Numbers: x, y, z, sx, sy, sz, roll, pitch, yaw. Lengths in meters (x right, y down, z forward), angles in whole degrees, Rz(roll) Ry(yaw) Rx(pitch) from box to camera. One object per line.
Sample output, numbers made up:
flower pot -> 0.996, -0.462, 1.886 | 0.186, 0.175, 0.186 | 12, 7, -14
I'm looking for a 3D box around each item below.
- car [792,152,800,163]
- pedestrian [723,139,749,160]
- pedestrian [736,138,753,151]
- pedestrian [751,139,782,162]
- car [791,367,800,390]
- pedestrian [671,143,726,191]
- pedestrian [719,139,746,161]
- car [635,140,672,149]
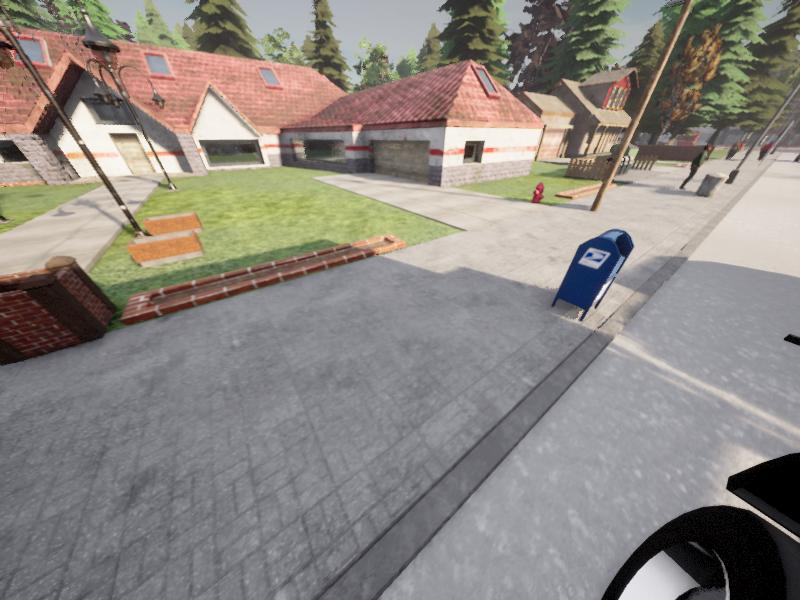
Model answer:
car -> 42.475, -14.967, 23.661 | 4.193, 1.474, 1.816 | -22, 41, -28
pedestrian -> 37.105, -16.653, 25.528 | 0.751, 1.860, 0.751 | -22, 41, -28
pedestrian -> 61.256, -27.721, 41.115 | 0.751, 1.860, 0.751 | 26, 43, 32
pedestrian -> 36.368, -14.824, 22.934 | 0.751, 1.860, 0.751 | -21, 40, -27
car -> 6.793, 0.021, 2.222 | 4.605, 1.855, 1.932 | -18, 39, -23
pedestrian -> 13.864, -6.205, 10.819 | 0.751, 1.860, 0.751 | 26, 43, 32
pedestrian -> 34.931, -15.762, 24.275 | 0.751, 1.860, 0.751 | -22, 41, -28
car -> 56.514, -34.794, 51.615 | 2.152, 1.651, 5.027 | -22, 41, -28
